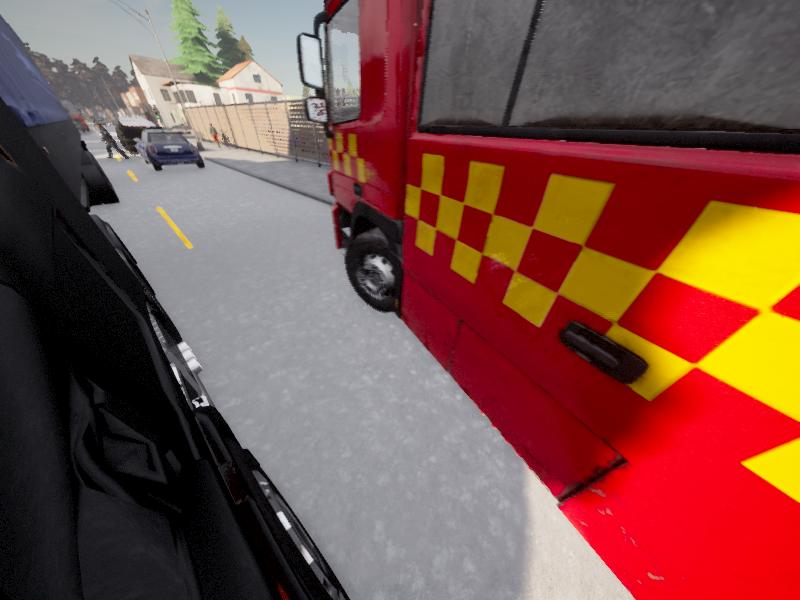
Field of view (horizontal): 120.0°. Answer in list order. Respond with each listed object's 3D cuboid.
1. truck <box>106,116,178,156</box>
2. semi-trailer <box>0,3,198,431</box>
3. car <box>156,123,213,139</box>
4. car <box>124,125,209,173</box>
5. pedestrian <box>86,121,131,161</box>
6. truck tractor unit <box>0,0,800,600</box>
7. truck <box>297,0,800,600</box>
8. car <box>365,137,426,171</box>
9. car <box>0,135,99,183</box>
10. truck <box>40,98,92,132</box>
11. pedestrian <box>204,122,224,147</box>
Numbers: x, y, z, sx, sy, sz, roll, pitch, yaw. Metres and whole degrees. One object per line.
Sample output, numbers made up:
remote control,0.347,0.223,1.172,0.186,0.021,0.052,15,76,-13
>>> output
truck,-19.510,-12.419,17.413,6.274,2.098,2.390,30,45,32
semi-trailer,-8.513,-3.714,4.416,14.254,4.402,2.717,30,45,32
car,-29.232,-23.045,31.506,5.238,1.638,1.930,-27,46,-34
car,-12.720,-8.325,12.565,4.553,1.767,2.097,30,45,32
pedestrian,-16.868,-9.196,13.397,0.751,1.860,0.751,23,41,25
truck tractor unit,-2.645,-0.295,0.351,6.516,4.208,3.053,28,44,30
truck,2.153,-0.417,1.106,2.891,3.827,8.468,-17,41,-25
car,-0.352,-9.697,15.215,3.705,1.547,1.789,30,45,32
car,-15.206,-6.312,10.123,4.181,1.385,1.994,30,44,33
truck,-52.655,-29.268,36.672,8.468,3.827,2.891,30,45,32
pedestrian,-17.117,-15.228,21.313,0.751,1.860,0.751,-26,45,-32
